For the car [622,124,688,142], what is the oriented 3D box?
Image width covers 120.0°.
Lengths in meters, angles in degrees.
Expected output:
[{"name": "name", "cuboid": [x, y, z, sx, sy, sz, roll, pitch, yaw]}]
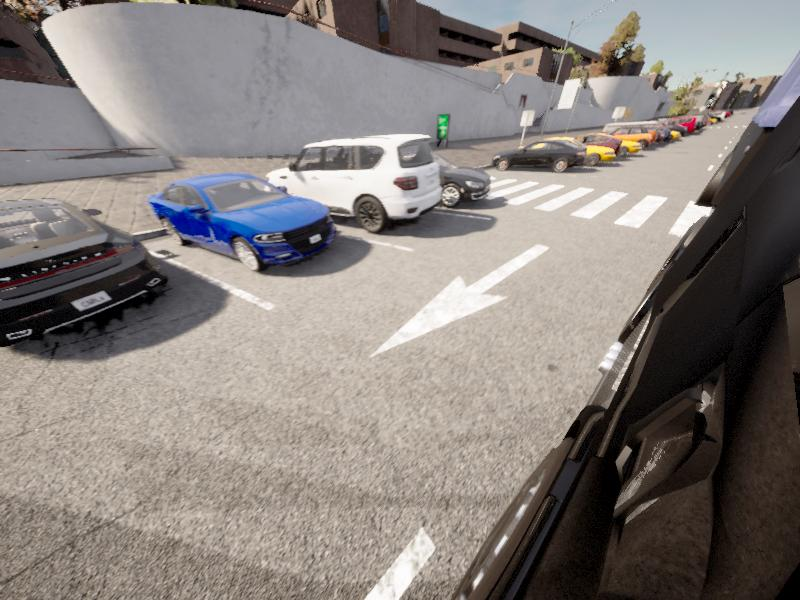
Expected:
[{"name": "car", "cuboid": [30.434, -20.103, 27.828, 4.792, 1.488, 2.163, 17, 40, 25]}]

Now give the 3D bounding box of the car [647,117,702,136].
[{"name": "car", "cuboid": [39.624, -25.200, 33.568, 4.442, 1.987, 1.878, 17, 41, 25]}]

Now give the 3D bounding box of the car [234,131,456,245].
[{"name": "car", "cuboid": [-1.573, -3.470, 6.713, 5.566, 2.045, 2.435, 17, 41, 25]}]

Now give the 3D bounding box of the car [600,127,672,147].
[{"name": "car", "cuboid": [23.563, -16.451, 23.368, 4.674, 1.452, 2.002, 17, 41, 25]}]

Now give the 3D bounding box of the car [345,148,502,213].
[{"name": "car", "cuboid": [0.743, -4.473, 8.357, 4.892, 1.521, 2.231, 17, 40, 25]}]

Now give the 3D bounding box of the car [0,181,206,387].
[{"name": "car", "cuboid": [-6.091, -0.837, 3.862, 4.892, 1.521, 2.231, 17, 41, 25]}]

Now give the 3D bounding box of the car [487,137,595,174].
[{"name": "car", "cuboid": [7.590, -8.044, 12.862, 4.674, 1.452, 2.002, 17, 41, 25]}]

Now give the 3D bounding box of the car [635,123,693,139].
[{"name": "car", "cuboid": [34.973, -22.551, 30.810, 4.674, 1.452, 2.002, 17, 41, 25]}]

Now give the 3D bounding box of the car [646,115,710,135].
[{"name": "car", "cuboid": [41.826, -26.476, 35.068, 5.566, 2.045, 2.435, 17, 41, 25]}]

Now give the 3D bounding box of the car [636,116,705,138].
[{"name": "car", "cuboid": [37.211, -24.021, 32.131, 5.566, 2.045, 2.435, 17, 41, 25]}]

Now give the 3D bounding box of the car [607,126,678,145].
[{"name": "car", "cuboid": [25.815, -17.678, 24.871, 4.792, 1.488, 2.163, 17, 41, 25]}]

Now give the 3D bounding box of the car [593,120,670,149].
[{"name": "car", "cuboid": [21.376, -15.433, 21.677, 4.442, 1.987, 1.878, 17, 40, 25]}]

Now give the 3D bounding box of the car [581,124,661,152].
[{"name": "car", "cuboid": [19.014, -14.165, 20.264, 4.553, 1.767, 2.185, 17, 41, 25]}]

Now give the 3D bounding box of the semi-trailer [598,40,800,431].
[{"name": "semi-trailer", "cuboid": [8.697, -3.582, 4.264, 14.254, 4.402, 2.717, -28, 44, -30]}]

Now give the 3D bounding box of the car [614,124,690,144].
[{"name": "car", "cuboid": [28.288, -18.871, 26.257, 5.366, 1.575, 1.946, 17, 40, 25]}]

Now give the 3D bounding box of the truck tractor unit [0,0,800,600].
[{"name": "truck tractor unit", "cuboid": [2.645, -0.295, 0.351, 6.516, 4.208, 3.053, -28, 44, -30]}]

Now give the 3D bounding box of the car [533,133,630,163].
[{"name": "car", "cuboid": [12.123, -10.458, 15.873, 4.792, 1.488, 2.163, 17, 41, 25]}]

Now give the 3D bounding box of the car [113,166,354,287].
[{"name": "car", "cuboid": [-3.817, -2.056, 5.363, 5.008, 1.535, 2.097, 17, 40, 25]}]

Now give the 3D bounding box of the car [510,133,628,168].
[{"name": "car", "cuboid": [10.029, -9.233, 14.263, 5.366, 1.575, 1.946, 17, 40, 25]}]

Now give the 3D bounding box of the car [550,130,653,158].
[{"name": "car", "cuboid": [14.592, -11.628, 17.269, 5.366, 1.575, 1.946, 17, 40, 25]}]
